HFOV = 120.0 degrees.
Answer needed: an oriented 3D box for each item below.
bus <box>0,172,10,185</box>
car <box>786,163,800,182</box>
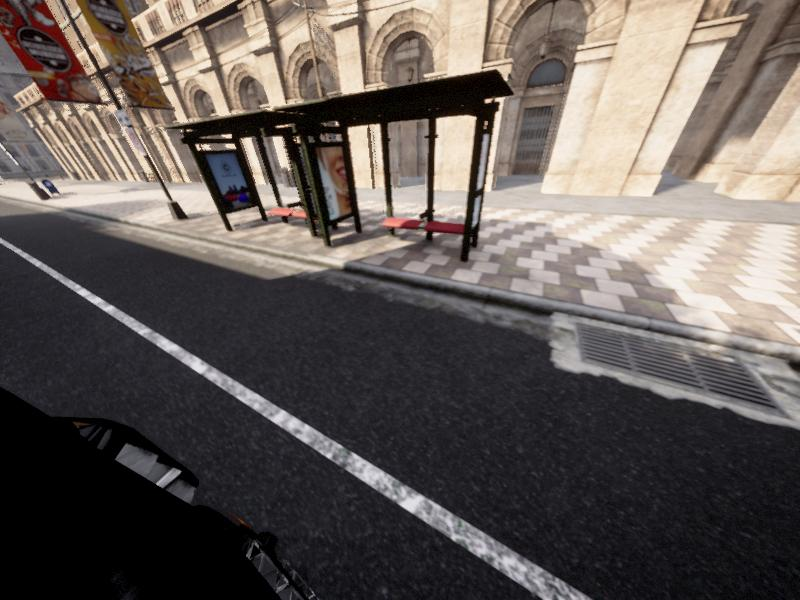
[{"bbox_3d":[-64.479,-17.909,32.407,3.944,4.253,10.273,-16,36,-15],"label":"bus"},{"bbox_3d":[19.793,-5.188,8.712,4.786,1.482,2.161,14,37,24],"label":"car"}]
